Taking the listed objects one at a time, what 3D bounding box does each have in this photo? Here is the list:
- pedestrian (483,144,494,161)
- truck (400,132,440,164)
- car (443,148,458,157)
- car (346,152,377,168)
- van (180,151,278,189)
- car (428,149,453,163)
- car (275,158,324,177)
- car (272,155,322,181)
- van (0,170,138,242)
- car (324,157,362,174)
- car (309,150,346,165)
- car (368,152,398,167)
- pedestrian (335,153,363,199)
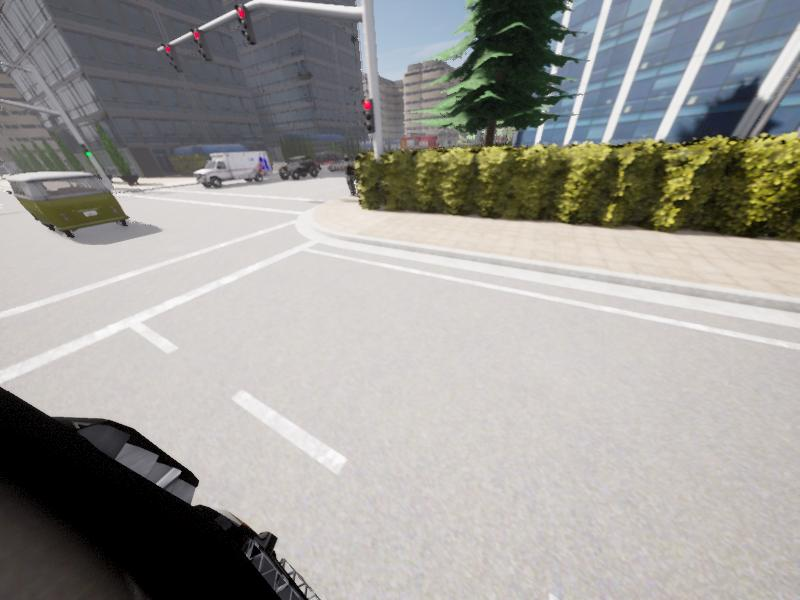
[{"bbox_3d":[11.389,-19.092,29.904,0.751,1.860,0.751,-24,39,-28],"label":"pedestrian"},{"bbox_3d":[3.372,-24.032,36.542,2.891,3.827,8.468,14,37,24],"label":"truck"},{"bbox_3d":[10.600,-30.803,48.275,1.845,1.501,3.633,14,37,24],"label":"car"},{"bbox_3d":[-5.808,-21.449,35.315,2.242,1.667,4.611,14,38,24],"label":"car"},{"bbox_3d":[-14.989,-11.895,20.940,2.351,2.431,6.366,14,37,24],"label":"van"},{"bbox_3d":[6.313,-22.066,35.440,2.128,1.511,4.902,14,37,24],"label":"car"},{"bbox_3d":[-11.427,-15.338,26.665,1.882,1.535,5.008,15,37,25],"label":"car"},{"bbox_3d":[-9.944,-12.979,22.663,1.905,1.878,3.866,14,37,24],"label":"car"},{"bbox_3d":[-12.705,-3.728,8.816,4.442,1.987,1.775,14,37,25],"label":"van"},{"bbox_3d":[-6.693,-16.228,27.785,1.994,1.385,4.181,15,38,26],"label":"car"},{"bbox_3d":[-14.167,-28.189,45.535,6.274,2.098,2.390,-21,37,-25],"label":"car"},{"bbox_3d":[-2.373,-21.010,34.417,1.930,1.638,5.238,14,37,24],"label":"car"},{"bbox_3d":[-2.492,-6.080,11.353,0.751,1.860,0.751,23,42,34],"label":"pedestrian"}]
